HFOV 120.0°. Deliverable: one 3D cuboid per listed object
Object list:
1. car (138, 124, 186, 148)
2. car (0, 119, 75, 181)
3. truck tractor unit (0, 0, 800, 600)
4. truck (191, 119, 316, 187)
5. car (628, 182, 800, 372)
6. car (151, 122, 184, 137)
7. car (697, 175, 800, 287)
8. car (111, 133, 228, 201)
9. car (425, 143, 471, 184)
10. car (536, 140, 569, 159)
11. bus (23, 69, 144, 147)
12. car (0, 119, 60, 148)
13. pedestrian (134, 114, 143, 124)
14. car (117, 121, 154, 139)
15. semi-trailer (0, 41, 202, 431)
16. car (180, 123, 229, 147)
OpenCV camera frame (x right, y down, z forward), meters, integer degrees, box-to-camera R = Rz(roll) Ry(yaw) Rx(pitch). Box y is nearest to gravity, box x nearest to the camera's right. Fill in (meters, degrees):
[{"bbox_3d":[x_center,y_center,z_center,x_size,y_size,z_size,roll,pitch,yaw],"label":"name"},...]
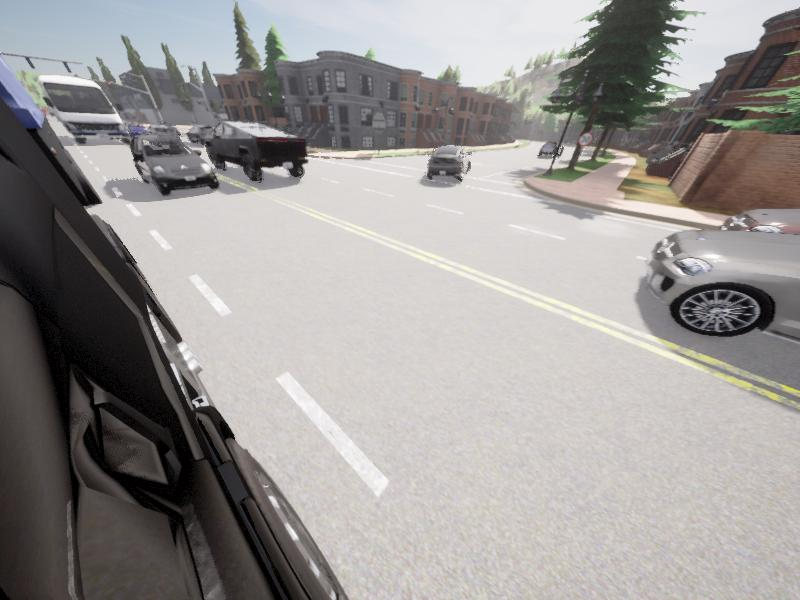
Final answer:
[{"bbox_3d":[-20.876,-14.384,20.249,4.193,1.474,1.816,28,43,30],"label":"car"},{"bbox_3d":[-15.917,-6.376,9.641,4.605,1.855,1.932,27,43,31],"label":"car"},{"bbox_3d":[-2.645,-0.295,0.352,6.516,4.208,3.053,28,44,30],"label":"truck tractor unit"},{"bbox_3d":[-7.136,-7.286,11.176,6.274,2.098,2.390,28,44,30],"label":"truck"},{"bbox_3d":[6.290,0.098,2.620,5.027,1.651,2.152,28,44,30],"label":"car"},{"bbox_3d":[-30.062,-22.036,29.854,4.193,1.474,1.816,28,43,30],"label":"car"},{"bbox_3d":[9.647,-0.841,4.106,5.027,1.651,2.152,28,44,30],"label":"car"},{"bbox_3d":[-8.475,-5.063,8.523,3.988,1.617,1.851,28,44,30],"label":"car"},{"bbox_3d":[2.884,-7.988,13.289,1.837,1.490,4.892,10,38,14],"label":"car"},{"bbox_3d":[18.764,-18.581,28.391,2.033,1.649,4.856,29,44,30],"label":"car"},{"bbox_3d":[-27.444,-16.401,20.177,10.273,4.253,3.944,28,44,30],"label":"bus"},{"bbox_3d":[-26.821,-12.119,16.766,3.633,1.501,1.845,28,44,30],"label":"car"},{"bbox_3d":[-67.761,-46.881,59.882,0.751,1.860,0.751,25,42,26],"label":"pedestrian"},{"bbox_3d":[-29.804,-19.163,26.028,4.193,1.474,1.816,28,43,30],"label":"car"},{"bbox_3d":[-8.699,-3.614,4.214,14.254,4.402,2.717,28,44,30],"label":"semi-trailer"},{"bbox_3d":[-19.375,-16.378,22.895,4.856,1.649,2.033,29,44,29],"label":"car"}]
